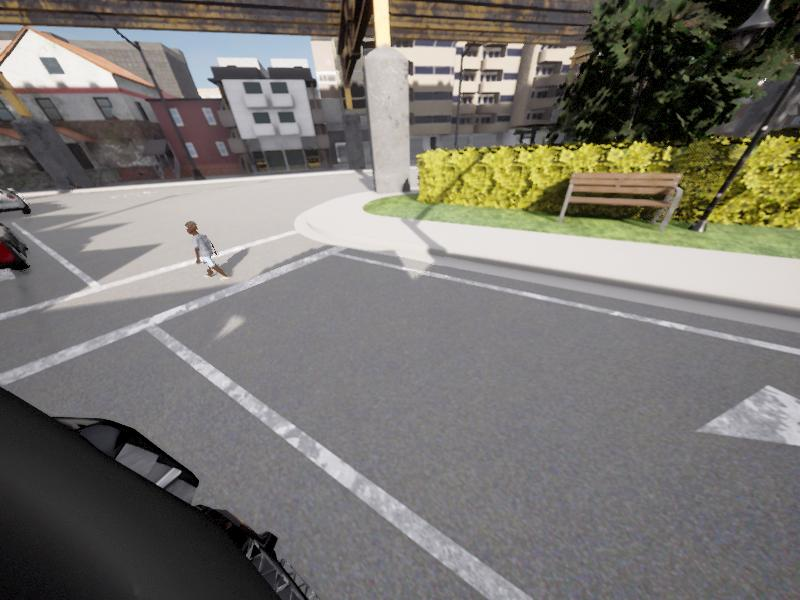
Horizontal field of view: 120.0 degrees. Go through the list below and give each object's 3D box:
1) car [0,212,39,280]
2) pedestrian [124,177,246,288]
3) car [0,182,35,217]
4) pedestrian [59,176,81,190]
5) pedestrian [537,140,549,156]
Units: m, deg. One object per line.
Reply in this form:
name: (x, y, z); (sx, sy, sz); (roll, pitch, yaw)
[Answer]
car: (-11.210, -1.405, 5.650); (3.806, 1.475, 1.970); (19, 39, 29)
pedestrian: (-3.907, -1.247, 4.435); (0.751, 1.860, 0.751); (-2, 34, 1)
car: (-22.897, -5.597, 12.910); (3.806, 1.475, 1.970); (17, 38, 27)
pedestrian: (-30.658, -10.842, 21.466); (0.500, 1.100, 0.500); (-12, 35, -13)
pedestrian: (20.841, -22.078, 33.610); (0.751, 1.860, 0.751); (-9, 34, -9)
